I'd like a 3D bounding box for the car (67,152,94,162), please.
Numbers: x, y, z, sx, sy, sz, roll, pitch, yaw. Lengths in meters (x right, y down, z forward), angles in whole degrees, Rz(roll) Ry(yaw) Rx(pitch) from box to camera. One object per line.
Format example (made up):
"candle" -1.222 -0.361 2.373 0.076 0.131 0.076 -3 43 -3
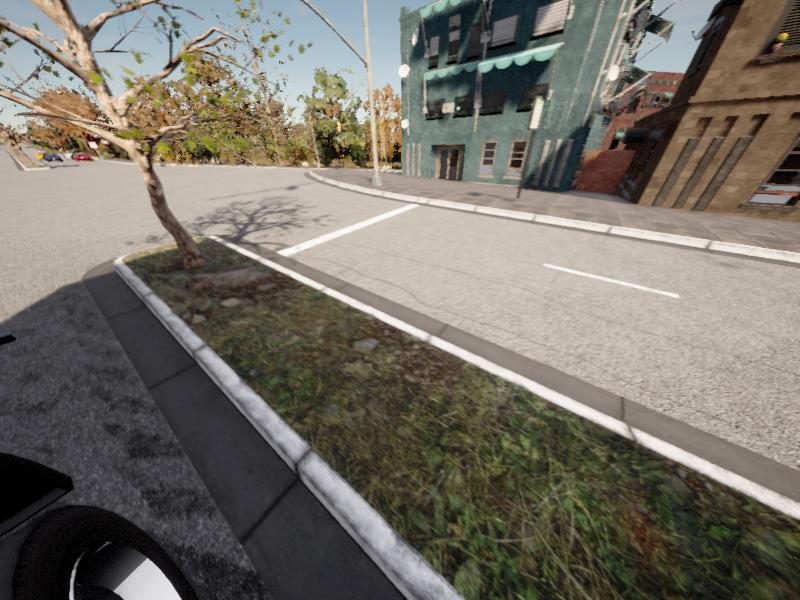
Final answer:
"car" -57.552 -25.748 41.580 4.181 1.385 1.994 21 40 29

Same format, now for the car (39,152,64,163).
"car" -62.637 -25.665 41.509 4.193 1.474 1.816 21 40 29
